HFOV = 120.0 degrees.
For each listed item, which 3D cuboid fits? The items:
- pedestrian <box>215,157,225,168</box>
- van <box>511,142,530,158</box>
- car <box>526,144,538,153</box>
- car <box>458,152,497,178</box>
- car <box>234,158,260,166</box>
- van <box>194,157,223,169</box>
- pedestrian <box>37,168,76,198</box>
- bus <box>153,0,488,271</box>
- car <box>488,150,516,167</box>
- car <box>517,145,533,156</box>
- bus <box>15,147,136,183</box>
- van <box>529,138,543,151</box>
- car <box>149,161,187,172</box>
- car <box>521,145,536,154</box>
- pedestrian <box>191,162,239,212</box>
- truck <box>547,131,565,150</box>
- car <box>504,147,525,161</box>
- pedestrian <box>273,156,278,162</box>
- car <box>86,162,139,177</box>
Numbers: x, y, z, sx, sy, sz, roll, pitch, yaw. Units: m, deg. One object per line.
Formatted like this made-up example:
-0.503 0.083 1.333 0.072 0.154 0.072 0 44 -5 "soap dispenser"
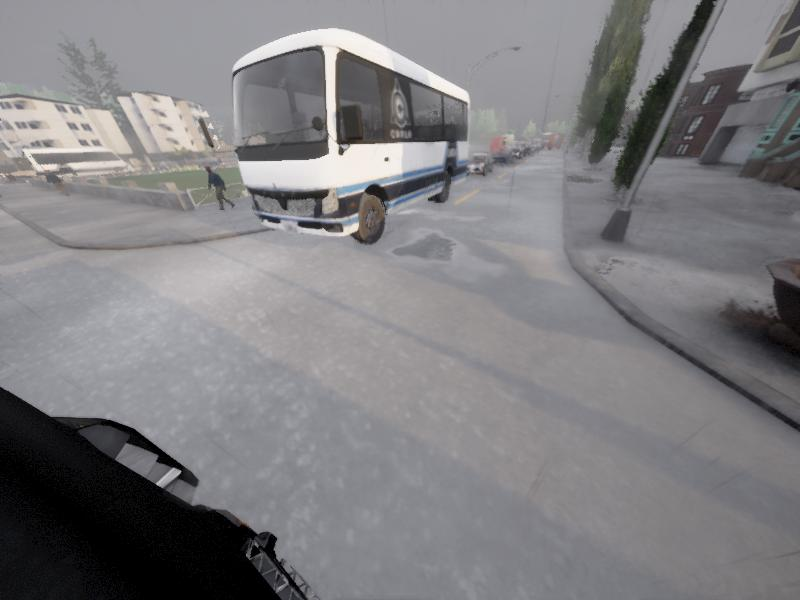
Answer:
-38.344 -29.241 49.183 0.751 1.860 0.751 15 37 25 "pedestrian"
19.364 -24.101 37.093 1.775 1.987 4.442 16 38 26 "van"
29.719 -34.118 51.919 1.812 1.442 4.674 16 38 26 "car"
6.364 -11.019 18.791 1.970 1.475 3.806 16 38 26 "car"
-40.682 -36.815 61.448 2.033 1.411 5.357 16 38 26 "car"
-45.283 -32.514 54.779 1.775 1.987 4.442 16 38 26 "van"
-25.511 -8.718 17.187 0.751 1.860 0.751 16 38 27 "pedestrian"
-0.310 -5.417 8.327 3.944 4.253 10.273 15 38 25 "bus"
11.677 -16.187 26.355 1.895 1.301 4.718 16 38 26 "car"
22.665 -27.144 41.900 1.816 1.474 4.193 16 38 26 "car"
-52.219 -22.374 37.933 3.944 4.253 10.273 16 38 26 "bus"
33.901 -38.761 57.582 1.988 2.561 5.915 16 38 26 "van"
-49.254 -28.433 49.235 1.930 1.638 5.238 16 38 26 "car"
25.760 -30.132 46.338 1.895 1.301 4.718 16 38 26 "car"
-8.092 -4.962 10.197 0.751 1.860 0.751 10 36 19 "pedestrian"
41.270 -42.186 61.056 2.891 3.827 8.468 16 38 26 "truck"
16.329 -20.874 32.913 1.970 1.475 3.806 16 38 26 "car"
-38.576 -43.673 71.513 0.751 1.300 0.751 -12 35 -14 "pedestrian"
-53.501 -24.406 43.116 2.150 2.045 5.566 16 38 26 "car"
